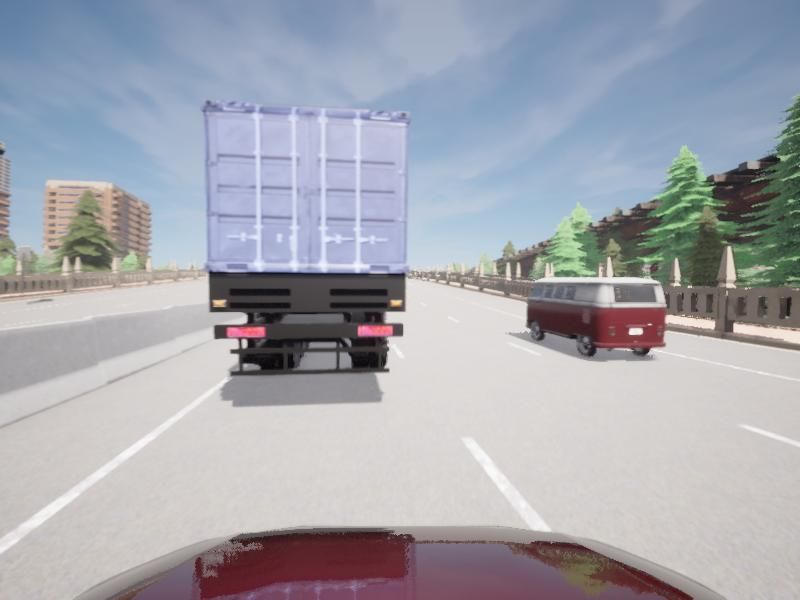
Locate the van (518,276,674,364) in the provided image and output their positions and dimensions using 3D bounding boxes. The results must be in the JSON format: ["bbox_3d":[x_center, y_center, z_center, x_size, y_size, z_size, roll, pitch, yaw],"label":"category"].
[{"bbox_3d":[5.136,0.354,11.329,1.775,1.987,4.442,0,3,-8],"label":"van"}]

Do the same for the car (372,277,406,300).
[{"bbox_3d":[-0.974,-0.980,30.944,2.128,1.511,4.902,0,5,-7],"label":"car"}]

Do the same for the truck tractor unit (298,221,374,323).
[{"bbox_3d":[-3.057,-1.415,19.876,3.053,4.208,6.516,0,5,-7],"label":"truck tractor unit"}]

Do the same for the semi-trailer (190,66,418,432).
[{"bbox_3d":[-2.041,-0.985,12.062,2.717,4.402,14.254,0,3,-7],"label":"semi-trailer"}]
